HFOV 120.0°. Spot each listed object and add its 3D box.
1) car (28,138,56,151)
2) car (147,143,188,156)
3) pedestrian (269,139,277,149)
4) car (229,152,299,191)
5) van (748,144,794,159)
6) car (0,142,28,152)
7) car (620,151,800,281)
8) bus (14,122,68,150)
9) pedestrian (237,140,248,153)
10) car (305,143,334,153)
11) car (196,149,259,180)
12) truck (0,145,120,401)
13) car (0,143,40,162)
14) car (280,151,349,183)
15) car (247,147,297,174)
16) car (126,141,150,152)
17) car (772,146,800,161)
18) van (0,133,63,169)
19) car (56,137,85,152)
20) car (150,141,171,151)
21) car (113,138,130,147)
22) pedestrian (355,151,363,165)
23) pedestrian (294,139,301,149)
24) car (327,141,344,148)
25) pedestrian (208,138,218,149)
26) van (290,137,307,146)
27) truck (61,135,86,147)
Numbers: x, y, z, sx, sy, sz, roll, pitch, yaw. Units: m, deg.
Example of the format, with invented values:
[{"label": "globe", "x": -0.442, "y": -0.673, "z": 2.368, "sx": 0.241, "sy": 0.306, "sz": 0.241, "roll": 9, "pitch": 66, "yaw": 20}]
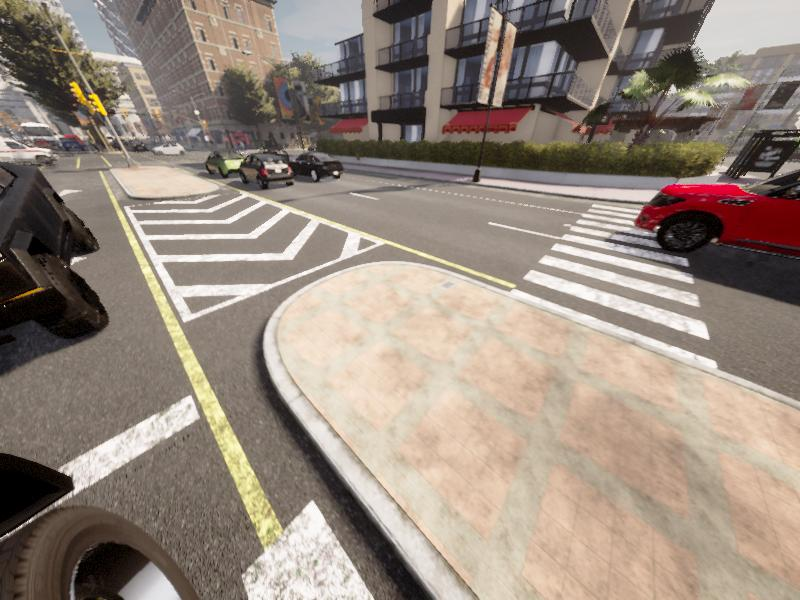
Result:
[{"label": "car", "x": -64.814, "y": -28.253, "z": 41.946, "sx": 3.866, "sy": 1.878, "sz": 1.905, "roll": 27, "pitch": 43, "yaw": 33}, {"label": "car", "x": -33.171, "y": -21.552, "z": 33.041, "sx": 1.845, "sy": 1.501, "sz": 3.633, "roll": 27, "pitch": 43, "yaw": 33}, {"label": "pedestrian", "x": -27.493, "y": -33.848, "z": 50.103, "sx": 0.751, "sy": 1.860, "sz": 0.751, "roll": 28, "pitch": 44, "yaw": 34}, {"label": "car", "x": -7.619, "y": -7.302, "z": 12.948, "sx": 3.705, "sy": 1.549, "sz": 1.789, "roll": 28, "pitch": 43, "yaw": 33}, {"label": "van", "x": 62.965, "y": -25.407, "z": 39.328, "sx": 1.775, "sy": 1.987, "sz": 4.442, "roll": 16, "pitch": 38, "yaw": 21}, {"label": "car", "x": -66.118, "y": -26.199, "z": 39.483, "sx": 4.718, "sy": 1.301, "sz": 1.895, "roll": 27, "pitch": 43, "yaw": 33}, {"label": "car", "x": 8.695, "y": -1.660, "z": 4.646, "sx": 2.150, "sy": 2.045, "sz": 5.566, "roll": -26, "pitch": 43, "yaw": -33}, {"label": "bus", "x": -73.308, "y": -33.736, "z": 47.600, "sx": 10.273, "sy": 4.253, "sz": 3.944, "roll": 27, "pitch": 43, "yaw": 33}, {"label": "pedestrian", "x": -27.430, "y": -26.762, "z": 40.234, "sx": 0.751, "sy": 1.860, "sz": 0.751, "roll": 28, "pitch": 43, "yaw": 33}, {"label": "car", "x": -15.588, "y": -29.785, "z": 45.077, "sx": 2.163, "sy": 1.488, "sz": 4.792, "roll": 27, "pitch": 43, "yaw": 33}, {"label": "car", "x": -12.226, "y": -9.680, "z": 16.317, "sx": 4.514, "sy": 1.525, "sz": 2.007, "roll": 28, "pitch": 43, "yaw": 33}, {"label": "truck", "x": -6.686, "y": -0.889, "z": 3.310, "sx": 6.274, "sy": 2.098, "sz": 2.390, "roll": 27, "pitch": 43, "yaw": 33}, {"label": "car", "x": -41.252, "y": -15.897, "z": 24.848, "sx": 5.008, "sy": 1.535, "sz": 1.882, "roll": 27, "pitch": 43, "yaw": 33}, {"label": "car", "x": -5.755, "y": -9.002, "z": 15.455, "sx": 4.892, "sy": 1.490, "sz": 1.837, "roll": 27, "pitch": 43, "yaw": 33}, {"label": "car", "x": -10.469, "y": -11.496, "z": 18.866, "sx": 3.988, "sy": 1.617, "sz": 1.851, "roll": 27, "pitch": 43, "yaw": 33}, {"label": "car", "x": -48.917, "y": -28.714, "z": 43.095, "sx": 4.974, "sy": 1.542, "sz": 2.038, "roll": 27, "pitch": 43, "yaw": 33}, {"label": "car", "x": 59.244, "y": -21.778, "z": 34.366, "sx": 2.242, "sy": 1.667, "sz": 4.611, "roll": 21, "pitch": 40, "yaw": 26}, {"label": "van", "x": -33.918, "y": -12.359, "z": 19.099, "sx": 2.351, "sy": 2.431, "sz": 6.366, "roll": 27, "pitch": 43, "yaw": 33}, {"label": "car", "x": -59.003, "y": -28.001, "z": 41.508, "sx": 5.566, "sy": 2.045, "sz": 2.150, "roll": 27, "pitch": 43, "yaw": 33}, {"label": "car", "x": -47.816, "y": -30.796, "z": 46.164, "sx": 3.806, "sy": 1.475, "sz": 1.970, "roll": 27, "pitch": 43, "yaw": 33}, {"label": "car", "x": -72.535, "y": -41.105, "z": 60.230, "sx": 4.605, "sy": 1.855, "sz": 1.932, "roll": 27, "pitch": 43, "yaw": 33}, {"label": "pedestrian", "x": -3.926, "y": -13.598, "z": 22.088, "sx": 0.500, "sy": 1.100, "sz": 0.500, "roll": 27, "pitch": 43, "yaw": 33}, {"label": "pedestrian", "x": -23.552, "y": -35.948, "z": 53.156, "sx": 0.751, "sy": 1.860, "sz": 0.751, "roll": 22, "pitch": 40, "yaw": 28}, {"label": "car", "x": -18.595, "y": -44.980, "z": 66.728, "sx": 4.611, "sy": 1.667, "sz": 2.242, "roll": 27, "pitch": 43, "yaw": 33}, {"label": "pedestrian", "x": -39.782, "y": -33.226, "z": 49.065, "sx": 0.751, "sy": 1.860, "sz": 0.751, "roll": 20, "pitch": 39, "yaw": 25}, {"label": "van", "x": -34.128, "y": -53.440, "z": 77.728, "sx": 5.915, "sy": 2.561, "sz": 1.988, "roll": 27, "pitch": 43, "yaw": 33}, {"label": "truck", "x": -79.558, "y": -38.841, "z": 56.385, "sx": 5.204, "sy": 2.467, "sz": 2.627, "roll": 27, "pitch": 43, "yaw": 33}]
